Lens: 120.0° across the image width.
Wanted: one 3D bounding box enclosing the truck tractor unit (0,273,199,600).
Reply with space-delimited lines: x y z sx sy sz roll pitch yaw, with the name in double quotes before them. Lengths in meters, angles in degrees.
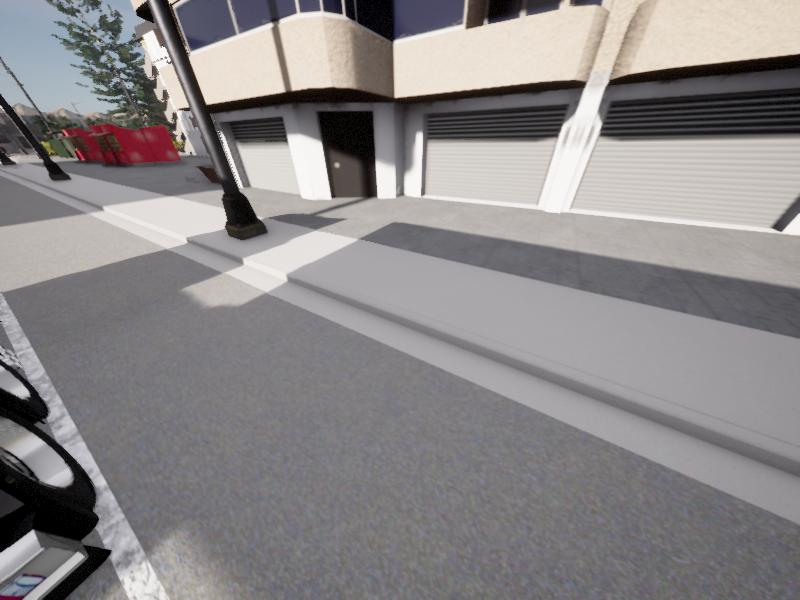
"truck tractor unit" -5.120 -0.294 0.747 6.516 4.208 3.053 18 39 23
